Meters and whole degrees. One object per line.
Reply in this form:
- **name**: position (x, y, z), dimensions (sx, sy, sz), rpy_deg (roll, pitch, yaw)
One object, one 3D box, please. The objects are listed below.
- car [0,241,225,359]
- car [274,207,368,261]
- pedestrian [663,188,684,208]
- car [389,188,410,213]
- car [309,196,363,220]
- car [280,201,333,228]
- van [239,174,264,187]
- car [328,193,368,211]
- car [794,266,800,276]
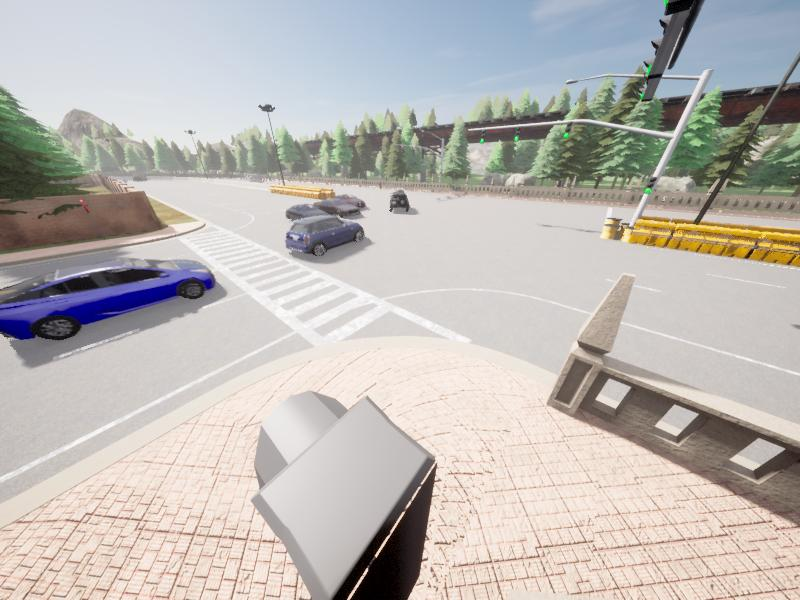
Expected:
- **car**: position (-8.717, -0.433, 7.229), dimensions (2.007, 1.525, 4.514), rpy_deg (22, 37, 33)
- **car**: position (-4.091, -3.917, 12.997), dimensions (2.097, 1.767, 4.553), rpy_deg (17, 34, 27)
- **pedestrian**: position (29.297, -10.971, 24.795), dimensions (0.751, 1.860, 0.751), rpy_deg (23, 37, 34)
- **car**: position (-0.206, -10.743, 24.736), dimensions (1.932, 1.855, 4.605), rpy_deg (-1, 30, -4)
- **car**: position (-6.084, -8.728, 21.730), dimensions (5.357, 1.411, 2.033), rpy_deg (23, 37, 34)
- **car**: position (-7.662, -7.092, 18.921), dimensions (4.181, 1.385, 1.994), rpy_deg (23, 37, 34)
- **van**: position (-35.184, -28.393, 54.756), dimensions (6.366, 2.431, 2.351), rpy_deg (23, 37, 34)
- **car**: position (-5.769, -10.862, 25.451), dimensions (4.181, 1.385, 1.994), rpy_deg (22, 37, 33)
- **car**: position (18.006, -0.848, 7.998), dimensions (3.806, 1.475, 1.970), rpy_deg (23, 37, 34)
